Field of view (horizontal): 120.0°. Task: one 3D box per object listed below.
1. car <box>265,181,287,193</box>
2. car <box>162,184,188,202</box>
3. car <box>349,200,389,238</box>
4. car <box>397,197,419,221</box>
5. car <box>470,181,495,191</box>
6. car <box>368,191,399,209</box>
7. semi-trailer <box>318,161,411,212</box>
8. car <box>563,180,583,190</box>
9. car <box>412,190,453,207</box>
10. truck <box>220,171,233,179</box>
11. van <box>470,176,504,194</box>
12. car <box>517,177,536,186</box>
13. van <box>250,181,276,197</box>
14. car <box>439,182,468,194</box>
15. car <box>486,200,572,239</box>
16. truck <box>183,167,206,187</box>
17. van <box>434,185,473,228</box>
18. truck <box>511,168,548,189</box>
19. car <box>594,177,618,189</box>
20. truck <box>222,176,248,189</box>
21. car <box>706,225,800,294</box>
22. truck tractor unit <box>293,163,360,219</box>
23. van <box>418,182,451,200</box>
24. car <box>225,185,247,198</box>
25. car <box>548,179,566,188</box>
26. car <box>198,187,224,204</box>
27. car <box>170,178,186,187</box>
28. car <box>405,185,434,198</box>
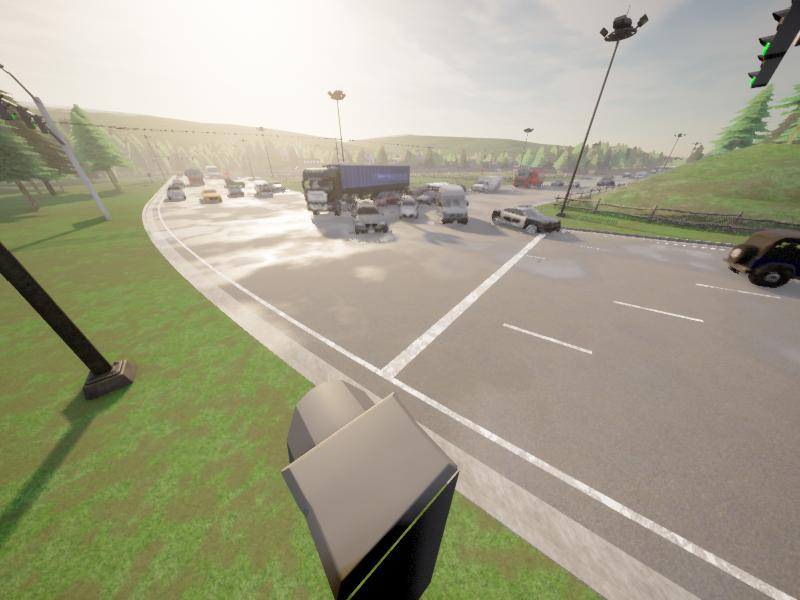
[{"bbox_3d":[-22.827,-20.820,42.395,2.242,1.667,4.611,-22,37,-33],"label":"car"},{"bbox_3d":[-31.038,-14.883,31.904,1.932,1.855,4.605,-22,37,-33],"label":"car"},{"bbox_3d":[-2.369,-6.005,16.738,2.242,1.667,4.611,-7,31,-11],"label":"car"},{"bbox_3d":[0.726,-8.265,20.793,1.845,1.501,3.633,1,30,2],"label":"car"},{"bbox_3d":[16.377,-22.583,45.640,4.792,1.488,2.163,-23,37,-34],"label":"car"},{"bbox_3d":[-1.754,-11.517,26.425,1.845,1.501,3.633,15,33,25],"label":"car"},{"bbox_3d":[-3.230,-14.234,28.232,2.717,4.402,14.254,16,34,26],"label":"semi-trailer"},{"bbox_3d":[35.996,-23.966,48.038,3.806,1.475,1.970,-23,37,-34],"label":"car"},{"bbox_3d":[4.059,-12.622,28.474,5.357,1.411,2.033,-26,39,-37],"label":"car"},{"bbox_3d":[-65.961,-47.441,87.702,2.627,2.467,5.204,-22,37,-33],"label":"truck"},{"bbox_3d":[15.361,-20.288,40.718,6.366,2.431,2.351,-23,37,-34],"label":"van"},{"bbox_3d":[30.718,-28.777,55.970,4.605,1.855,1.932,-23,37,-34],"label":"car"},{"bbox_3d":[-21.490,-17.435,36.167,2.069,2.038,4.480,-23,37,-34],"label":"van"},{"bbox_3d":[9.435,-19.729,40.555,5.027,1.651,2.152,-23,37,-34],"label":"car"},{"bbox_3d":[9.032,-6.070,16.878,1.930,1.638,5.238,-14,33,-21],"label":"car"},{"bbox_3d":[-50.256,-30.180,56.455,2.891,3.827,8.468,-22,37,-33],"label":"truck"},{"bbox_3d":[4.229,-8.074,19.453,1.988,2.561,5.915,1,30,2],"label":"van"},{"bbox_3d":[27.735,-26.086,49.363,8.468,3.827,2.891,-23,37,-34],"label":"truck"},{"bbox_3d":[45.144,-25.768,50.591,5.566,2.045,2.150,-23,37,-34],"label":"car"},{"bbox_3d":[-36.141,-25.732,50.475,6.274,2.098,2.390,24,38,35],"label":"truck"},{"bbox_3d":[15.174,-1.402,8.544,3.866,1.878,1.905,17,34,27],"label":"car"},{"bbox_3d":[-6.538,-10.606,22.147,3.053,4.208,6.516,5,30,8],"label":"truck tractor unit"},{"bbox_3d":[5.030,-15.760,33.259,4.480,2.038,2.069,-23,37,-34],"label":"van"},{"bbox_3d":[-25.284,-16.724,35.499,1.816,1.474,4.193,-23,37,-34],"label":"car"},{"bbox_3d":[34.744,-25.747,51.072,3.633,1.501,1.845,-23,37,-34],"label":"car"},{"bbox_3d":[-24.859,-13.796,30.363,1.882,1.535,5.008,-23,37,-34],"label":"car"},{"bbox_3d":[-51.384,-27.161,53.429,2.152,1.651,5.027,-22,37,-33],"label":"car"},{"bbox_3d":[3.020,-16.924,35.951,4.181,1.385,1.994,-23,37,-34],"label":"car"}]
